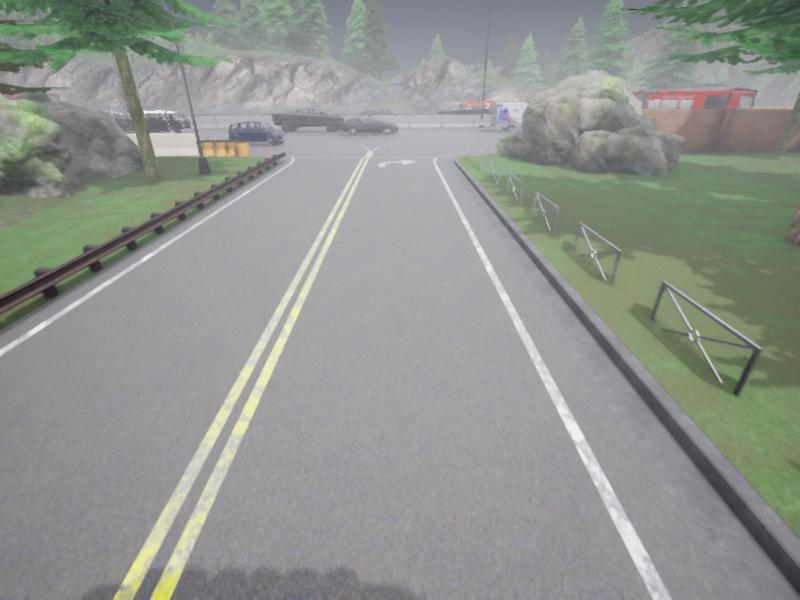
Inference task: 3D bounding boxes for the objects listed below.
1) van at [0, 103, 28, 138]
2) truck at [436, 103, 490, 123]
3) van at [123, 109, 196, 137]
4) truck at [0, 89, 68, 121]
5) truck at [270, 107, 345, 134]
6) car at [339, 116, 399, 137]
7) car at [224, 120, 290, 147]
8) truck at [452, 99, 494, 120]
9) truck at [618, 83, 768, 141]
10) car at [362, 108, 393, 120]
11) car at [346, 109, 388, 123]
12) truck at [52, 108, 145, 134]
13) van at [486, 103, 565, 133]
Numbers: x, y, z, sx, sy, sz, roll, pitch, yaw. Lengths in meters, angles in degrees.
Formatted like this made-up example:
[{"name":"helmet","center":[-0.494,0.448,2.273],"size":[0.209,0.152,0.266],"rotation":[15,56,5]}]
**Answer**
[{"name":"van","center":[-35.640,-15.101,33.680],"size":[5.915,2.561,1.988],"rotation":[0,27,-1]},{"name":"truck","center":[7.759,-23.258,49.762],"size":[6.274,2.098,2.390],"rotation":[0,27,0]},{"name":"van","center":[-20.306,-15.007,33.969],"size":[4.480,2.038,2.069],"rotation":[0,27,-1]},{"name":"truck","center":[-51.730,-26.780,54.984],"size":[8.468,3.827,2.891],"rotation":[0,27,-1]},{"name":"truck","center":[-8.455,-16.734,37.197],"size":[6.274,2.098,2.390],"rotation":[-1,27,-1]},{"name":"car","center":[-2.596,-14.912,34.279],"size":[4.902,1.511,2.128],"rotation":[-1,27,-1]},{"name":"car","center":[-9.862,-11.551,27.751],"size":[3.705,1.549,1.789],"rotation":[3,27,6]},{"name":"truck","center":[10.098,-26.675,55.983],"size":[5.204,2.467,2.627],"rotation":[0,27,-1]},{"name":"truck","center":[22.233,-14.540,30.919],"size":[8.468,3.827,2.891],"rotation":[-1,27,-1]},{"name":"car","center":[-3.107,-26.131,56.062],"size":[4.193,1.474,1.816],"rotation":[0,27,-1]},{"name":"car","center":[-4.023,-22.942,49.817],"size":[5.008,1.535,1.882],"rotation":[0,27,-1]},{"name":"truck","center":[-27.677,-16.577,36.982],"size":[6.274,2.098,2.390],"rotation":[0,27,-1]},{"name":"van","center":[11.535,-17.043,37.342],"size":[6.366,2.431,2.351],"rotation":[-1,27,-1]}]
